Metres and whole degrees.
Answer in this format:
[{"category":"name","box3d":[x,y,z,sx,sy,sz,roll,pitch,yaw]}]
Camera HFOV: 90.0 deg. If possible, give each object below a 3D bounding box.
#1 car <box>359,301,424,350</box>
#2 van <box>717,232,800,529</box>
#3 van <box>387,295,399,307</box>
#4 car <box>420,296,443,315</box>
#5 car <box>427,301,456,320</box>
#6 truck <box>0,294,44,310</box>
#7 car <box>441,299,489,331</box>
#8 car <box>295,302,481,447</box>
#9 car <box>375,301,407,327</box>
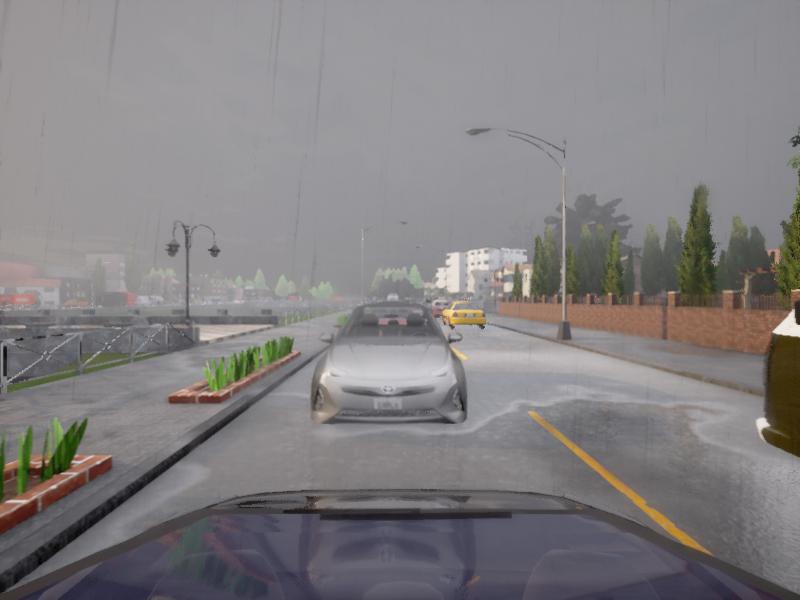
[{"category":"car","box3d":[-0.273,0.799,14.661,2.007,1.525,4.514,0,0,0]},{"category":"van","box3d":[3.776,0.563,1.217,2.069,2.038,4.480,0,0,0]},{"category":"van","box3d":[-1.544,0.222,88.186,2.351,2.431,6.366,0,0,-1]},{"category":"car","box3d":[3.224,0.573,41.875,1.932,1.855,4.605,0,0,-1]},{"category":"car","box3d":[3.291,0.791,32.286,1.970,1.475,3.806,0,0,0]},{"category":"truck","box3d":[-62.902,0.284,66.553,2.627,2.467,5.204,0,0,-1]},{"category":"car","box3d":[3.448,0.755,22.291,1.801,1.575,5.366,0,0,0]},{"category":"car","box3d":[-0.128,0.811,6.569,2.007,1.525,4.514,0,0,0]},{"category":"car","box3d":[-0.591,0.808,24.924,1.816,1.474,4.193,0,0,-2]}]
